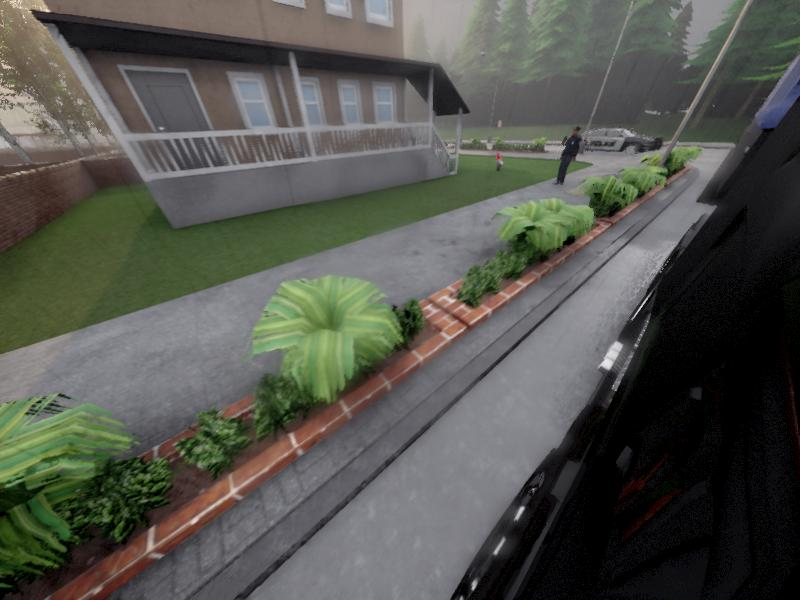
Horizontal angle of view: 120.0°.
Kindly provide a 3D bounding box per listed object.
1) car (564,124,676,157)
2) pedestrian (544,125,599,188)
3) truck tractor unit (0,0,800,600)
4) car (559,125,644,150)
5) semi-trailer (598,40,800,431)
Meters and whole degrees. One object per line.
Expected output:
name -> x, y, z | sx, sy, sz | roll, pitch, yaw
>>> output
car -> 15.339, -11.472, 16.552 | 1.930, 1.638, 5.238 | -25, 42, -27
pedestrian -> 6.162, -5.223, 8.441 | 0.751, 1.860, 0.751 | -8, 37, -7
truck tractor unit -> 2.645, -0.295, 0.351 | 6.516, 4.208, 3.053 | -28, 44, -30
car -> 17.155, -14.110, 20.037 | 2.038, 1.542, 4.974 | -26, 42, -27
semi-trailer -> 8.685, -3.624, 4.227 | 14.254, 4.402, 2.717 | -28, 44, -30
